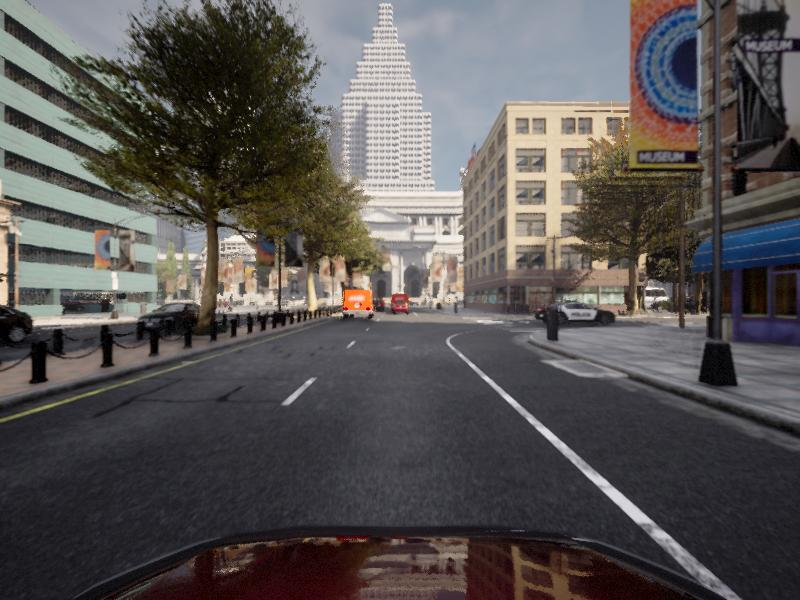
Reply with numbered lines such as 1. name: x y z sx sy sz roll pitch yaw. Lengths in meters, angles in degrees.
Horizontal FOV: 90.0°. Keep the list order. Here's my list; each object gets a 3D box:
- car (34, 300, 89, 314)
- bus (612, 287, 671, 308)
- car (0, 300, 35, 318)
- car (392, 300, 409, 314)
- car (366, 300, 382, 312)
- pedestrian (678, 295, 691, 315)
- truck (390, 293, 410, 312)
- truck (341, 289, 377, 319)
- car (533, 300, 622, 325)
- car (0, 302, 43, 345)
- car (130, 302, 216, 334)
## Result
1. car: -38.448 0.704 45.610 2.128 1.511 4.902 0 0 0
2. bus: 51.147 -0.563 85.005 10.273 4.253 3.944 0 0 0
3. car: -34.317 0.747 34.024 2.161 1.482 4.786 0 0 0
4. car: 0.042 0.775 46.034 1.851 1.617 3.988 0 0 -1
5. car: -3.495 0.772 54.592 1.851 1.617 3.988 0 0 0
6. pedestrian: 26.369 0.475 37.122 0.751 1.860 0.751 0 0 13
7. truck: -0.002 0.338 55.822 2.627 2.467 5.204 0 0 0
8. truck: -3.499 0.347 35.100 2.627 2.467 5.204 0 0 0
9. car: 11.499 0.815 26.057 4.974 1.542 2.038 0 0 -9
10. car: -15.000 0.840 13.339 1.837 1.490 4.892 0 0 0
11. car: -11.524 0.864 20.751 1.812 1.442 4.674 0 0 0
